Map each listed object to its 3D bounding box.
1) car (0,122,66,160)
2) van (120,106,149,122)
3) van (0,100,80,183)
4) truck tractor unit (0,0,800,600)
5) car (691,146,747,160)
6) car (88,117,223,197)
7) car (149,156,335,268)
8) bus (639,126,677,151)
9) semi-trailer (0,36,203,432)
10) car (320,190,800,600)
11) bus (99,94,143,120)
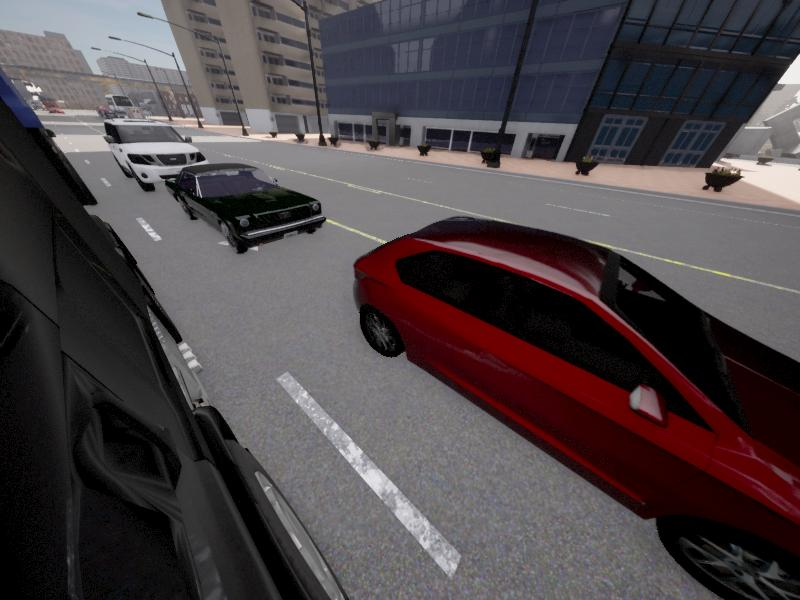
[{"bbox_3d":[-22.276,-9.520,13.726,4.902,1.511,2.128,28,44,30],"label":"car"},{"bbox_3d":[-57.666,-40.362,50.139,6.366,2.431,2.351,29,44,28],"label":"van"},{"bbox_3d":[-16.571,-6.879,9.792,6.366,2.431,2.351,28,44,30],"label":"van"},{"bbox_3d":[-2.645,-0.295,0.351,6.516,4.208,3.053,28,44,30],"label":"truck tractor unit"},{"bbox_3d":[54.228,-25.159,39.459,2.033,1.411,5.357,-7,38,-13],"label":"car"},{"bbox_3d":[-9.755,-5.872,9.177,5.566,2.045,2.150,28,44,30],"label":"car"},{"bbox_3d":[-3.915,-2.477,5.627,4.718,1.301,1.895,28,44,30],"label":"car"},{"bbox_3d":[58.667,-36.965,52.942,3.944,4.253,10.273,29,44,29],"label":"bus"},{"bbox_3d":[-8.755,-3.565,4.172,14.254,4.402,2.717,27,43,29],"label":"semi-trailer"},{"bbox_3d":[1.401,0.252,2.165,4.193,1.474,1.816,28,44,30],"label":"car"},{"bbox_3d":[-66.096,-45.750,54.701,10.273,4.253,3.944,29,44,29],"label":"bus"}]
